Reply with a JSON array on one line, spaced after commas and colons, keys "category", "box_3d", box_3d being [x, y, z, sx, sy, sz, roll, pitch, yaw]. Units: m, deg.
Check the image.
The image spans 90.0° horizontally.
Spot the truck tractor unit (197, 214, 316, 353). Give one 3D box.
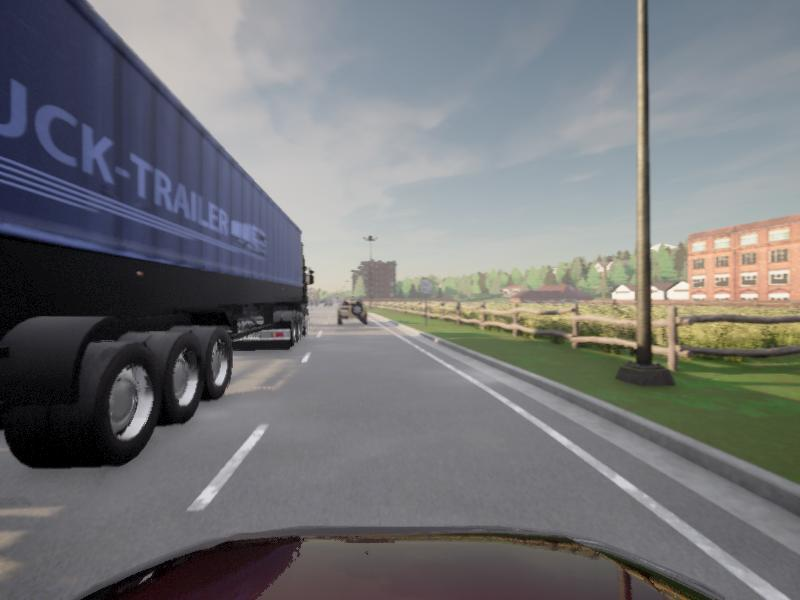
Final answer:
[{"category": "truck tractor unit", "box_3d": [-5.072, -0.506, 15.560, 3.053, 4.208, 6.516, -1, 0, -8]}]

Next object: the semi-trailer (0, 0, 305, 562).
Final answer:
[{"category": "semi-trailer", "box_3d": [-4.256, -0.608, 7.685, 2.717, 4.402, 14.254, 0, 0, -5]}]

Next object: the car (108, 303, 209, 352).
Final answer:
[{"category": "car", "box_3d": [-8.360, 0.859, 14.242, 1.845, 1.501, 3.633, 0, 0, -9]}]

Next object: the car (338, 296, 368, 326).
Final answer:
[{"category": "car", "box_3d": [-3.323, 0.668, 27.641, 1.932, 1.855, 4.605, 0, 0, -9]}]
